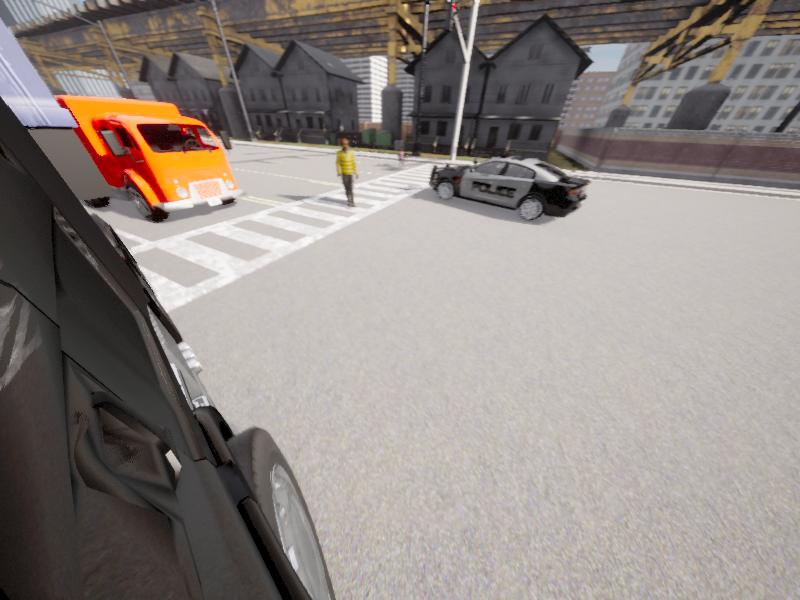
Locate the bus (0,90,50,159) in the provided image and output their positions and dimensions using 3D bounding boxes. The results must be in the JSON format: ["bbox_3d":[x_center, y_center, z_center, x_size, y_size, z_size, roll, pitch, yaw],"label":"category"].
[{"bbox_3d":[-26.660,-10.853,12.996,10.273,4.253,3.944,18,40,19],"label":"bus"}]

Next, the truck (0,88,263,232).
[{"bbox_3d":[-7.186,-3.937,6.413,5.204,2.467,2.627,16,39,20],"label":"truck"}]

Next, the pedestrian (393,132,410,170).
[{"bbox_3d":[0.101,-9.067,14.047,0.751,1.860,0.751,14,38,14],"label":"pedestrian"}]

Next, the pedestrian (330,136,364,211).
[{"bbox_3d":[-1.533,-3.734,6.894,0.751,1.860,0.751,-4,37,-8],"label":"pedestrian"}]

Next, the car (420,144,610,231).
[{"bbox_3d":[3.385,-4.114,7.888,5.238,1.638,1.930,31,45,32],"label":"car"}]

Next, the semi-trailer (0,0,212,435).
[{"bbox_3d":[-9.405,-2.990,3.386,14.254,4.402,2.717,19,40,21],"label":"semi-trailer"}]

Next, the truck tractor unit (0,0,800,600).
[{"bbox_3d":[-2.645,-0.295,0.351,6.516,4.208,3.053,28,44,30],"label":"truck tractor unit"}]
